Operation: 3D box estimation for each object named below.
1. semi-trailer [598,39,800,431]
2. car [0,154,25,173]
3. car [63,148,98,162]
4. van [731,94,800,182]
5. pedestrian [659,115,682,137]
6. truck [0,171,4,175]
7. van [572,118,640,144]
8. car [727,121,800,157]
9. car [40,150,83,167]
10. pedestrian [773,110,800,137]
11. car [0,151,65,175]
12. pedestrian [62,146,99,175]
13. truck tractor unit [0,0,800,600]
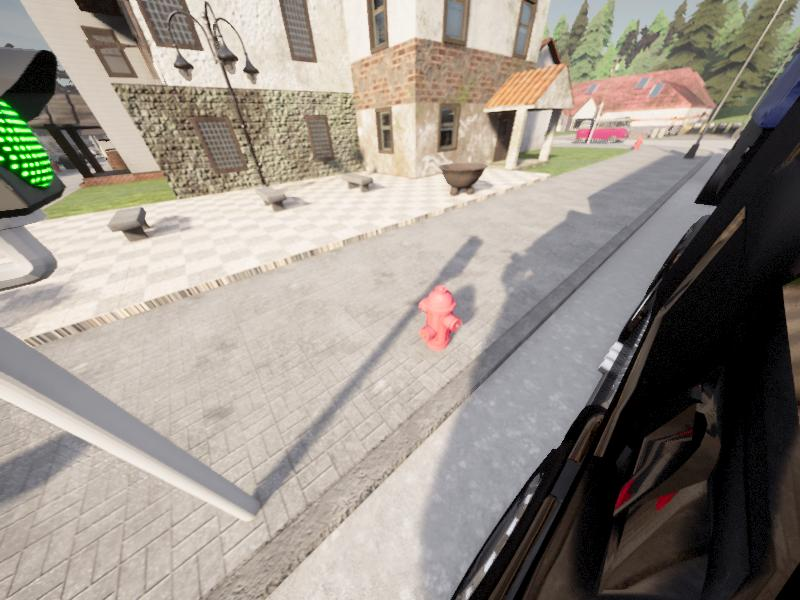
[{"bbox_3d":[8.670,-3.631,4.245,14.254,4.402,2.717,-29,44,-30],"label":"semi-trailer"},{"bbox_3d":[-42.386,-14.154,24.041,2.163,1.488,4.792,-28,44,-30],"label":"car"},{"bbox_3d":[-48.744,-22.274,35.356,2.033,1.411,5.357,-28,44,-30],"label":"car"},{"bbox_3d":[16.550,-6.809,9.547,5.915,2.561,1.988,-27,43,-29],"label":"van"},{"bbox_3d":[29.447,-18.872,25.144,0.751,1.860,0.751,-21,41,-23],"label":"pedestrian"},{"bbox_3d":[-36.866,-11.235,17.835,2.891,3.827,8.468,-28,44,-30],"label":"truck"},{"bbox_3d":[20.650,-17.041,23.383,1.775,1.987,4.442,-28,43,-30],"label":"van"},{"bbox_3d":[22.113,-9.766,13.945,1.789,1.549,3.705,25,45,32],"label":"car"},{"bbox_3d":[-42.351,-17.842,29.051,1.994,1.385,4.181,-28,44,-30],"label":"car"},{"bbox_3d":[34.450,-15.559,20.401,0.751,1.860,0.751,-28,44,-30],"label":"pedestrian"},{"bbox_3d":[-36.185,-13.640,22.914,2.038,1.542,4.974,-28,44,-30],"label":"car"},{"bbox_3d":[-24.532,-10.733,17.790,0.751,1.860,0.751,-28,44,-30],"label":"pedestrian"},{"bbox_3d":[2.645,-0.295,0.351,6.516,4.208,3.053,-28,44,-30],"label":"truck tractor unit"}]
